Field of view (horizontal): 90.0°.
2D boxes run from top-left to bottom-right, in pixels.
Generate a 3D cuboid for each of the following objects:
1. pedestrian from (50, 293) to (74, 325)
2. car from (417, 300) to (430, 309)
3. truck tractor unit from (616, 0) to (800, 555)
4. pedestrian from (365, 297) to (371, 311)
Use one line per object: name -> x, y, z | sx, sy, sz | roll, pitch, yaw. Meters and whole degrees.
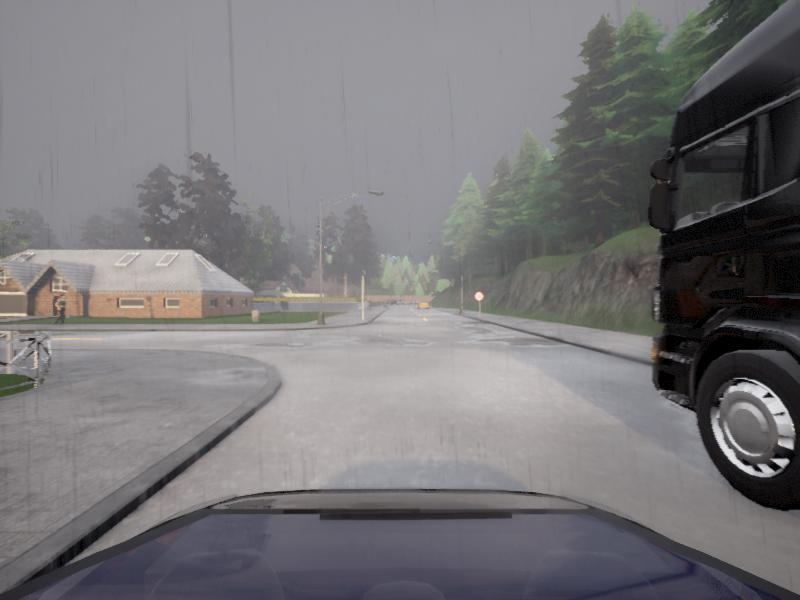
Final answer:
pedestrian -> -19.627, 0.523, 23.228 | 0.751, 1.860, 0.751 | 0, 0, 0
car -> 3.992, 0.773, 69.005 | 1.801, 1.575, 5.366 | 0, 0, 0
truck tractor unit -> 3.997, -0.521, 1.308 | 3.053, 4.208, 6.516 | 0, 0, 0
pedestrian -> -4.346, 0.511, 55.072 | 0.751, 1.860, 0.751 | 0, 0, 2
